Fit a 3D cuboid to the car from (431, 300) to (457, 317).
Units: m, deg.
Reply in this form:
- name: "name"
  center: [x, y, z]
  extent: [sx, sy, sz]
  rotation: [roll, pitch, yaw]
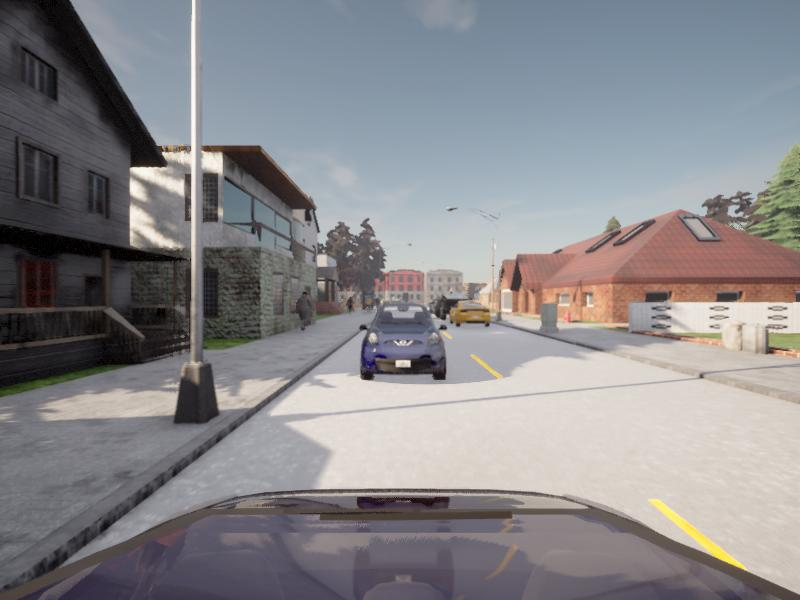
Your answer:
- name: "car"
  center: [4.280, 0.781, 39.635]
  extent: [2.128, 1.511, 4.902]
  rotation: [0, 0, 1]

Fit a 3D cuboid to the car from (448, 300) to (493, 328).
- name: "car"
  center: [4.182, 0.788, 24.434]
  extent: [1.882, 1.535, 5.008]
  rotation: [0, 0, 0]

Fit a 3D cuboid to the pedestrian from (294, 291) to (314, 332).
- name: "pedestrian"
  center: [-4.471, 0.507, 18.619]
  extent: [0.751, 1.860, 0.751]
  rotation: [0, 0, 2]

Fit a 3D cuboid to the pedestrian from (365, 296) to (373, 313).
- name: "pedestrian"
  center: [-3.449, 0.471, 44.511]
  extent: [0.751, 1.860, 0.751]
  rotation: [0, 0, 20]

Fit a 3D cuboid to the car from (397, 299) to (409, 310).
- name: "car"
  center: [0.447, 0.703, 61.621]
  extent: [1.851, 1.617, 3.988]
  rotation: [0, 0, 0]

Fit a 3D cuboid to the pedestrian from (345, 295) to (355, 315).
- name: "pedestrian"
  center: [-4.599, 0.482, 36.956]
  extent: [0.751, 1.860, 0.751]
  rotation: [0, 0, 4]

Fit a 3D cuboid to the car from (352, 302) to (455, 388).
- name: "car"
  center: [0.070, 0.813, 8.984]
  extent: [1.845, 1.501, 3.633]
  rotation: [0, 0, 0]

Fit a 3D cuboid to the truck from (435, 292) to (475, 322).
- name: "truck"
  center: [4.233, 0.498, 31.899]
  extent: [2.390, 2.098, 6.274]
  rotation: [0, 0, 0]
